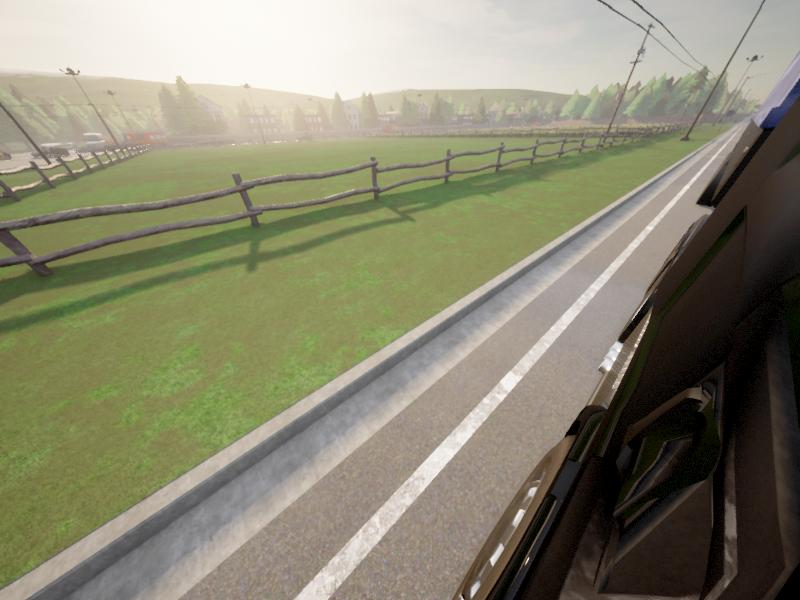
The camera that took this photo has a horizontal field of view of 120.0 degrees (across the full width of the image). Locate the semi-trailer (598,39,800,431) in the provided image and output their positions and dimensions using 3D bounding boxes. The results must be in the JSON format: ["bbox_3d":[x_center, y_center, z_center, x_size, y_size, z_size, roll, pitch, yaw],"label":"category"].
[{"bbox_3d":[8.694,-3.594,4.254,14.254,4.402,2.717,-28,43,-30],"label":"semi-trailer"}]

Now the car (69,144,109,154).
[{"bbox_3d":[-72.507,-35.255,53.998,2.152,1.651,5.027,10,38,17],"label":"car"}]

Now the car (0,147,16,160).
[{"bbox_3d":[-72.550,-25.819,40.850,1.932,1.855,4.605,-11,37,-12],"label":"car"}]

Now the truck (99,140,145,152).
[{"bbox_3d":[-64.737,-35.981,53.900,2.390,2.098,6.274,19,42,27],"label":"truck"}]

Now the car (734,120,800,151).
[{"bbox_3d":[27.853,-12.515,17.541,5.027,1.651,2.152,-28,44,-30],"label":"car"}]

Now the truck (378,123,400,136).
[{"bbox_3d":[-4.445,-68.826,93.283,8.468,3.827,2.891,-28,43,-30],"label":"truck"}]

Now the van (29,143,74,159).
[{"bbox_3d":[-62.036,-26.658,41.259,2.069,2.038,4.480,-15,38,-17],"label":"van"}]

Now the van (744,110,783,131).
[{"bbox_3d":[58.881,-29.183,37.563,6.366,2.431,2.351,-28,43,-30],"label":"van"}]

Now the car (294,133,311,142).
[{"bbox_3d":[-29.692,-49.420,70.222,3.866,1.878,1.905,-28,43,-30],"label":"car"}]

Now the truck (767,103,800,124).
[{"bbox_3d":[96.569,-46.881,58.096,8.468,3.827,2.891,-28,43,-30],"label":"truck"}]

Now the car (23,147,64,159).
[{"bbox_3d":[-66.209,-27.474,43.052,1.816,1.474,4.193,-11,37,-11],"label":"car"}]

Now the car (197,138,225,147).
[{"bbox_3d":[-49.811,-41.538,60.932,5.238,1.638,1.930,-28,43,-30],"label":"car"}]

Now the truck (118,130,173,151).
[{"bbox_3d":[-64.006,-40.444,58.416,8.468,3.827,2.891,-31,45,-33],"label":"truck"}]

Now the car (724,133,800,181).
[{"bbox_3d":[16.524,-6.450,10.224,4.181,1.385,1.994,-28,44,-30],"label":"car"}]

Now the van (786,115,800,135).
[{"bbox_3d":[48.855,-21.048,27.495,4.480,2.038,2.069,-28,44,-30],"label":"van"}]

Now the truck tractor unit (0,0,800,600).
[{"bbox_3d":[2.645,-0.295,0.352,6.516,4.208,3.053,-28,44,-30],"label":"truck tractor unit"}]

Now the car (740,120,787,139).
[{"bbox_3d":[39.666,-18.677,25.292,4.792,1.488,2.163,-28,44,-30],"label":"car"}]

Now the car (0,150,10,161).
[{"bbox_3d":[-67.383,-23.326,37.491,1.882,1.535,5.008,-18,39,-20],"label":"car"}]

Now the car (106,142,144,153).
[{"bbox_3d":[-59.474,-33.011,50.085,2.242,1.667,4.611,13,39,20],"label":"car"}]
